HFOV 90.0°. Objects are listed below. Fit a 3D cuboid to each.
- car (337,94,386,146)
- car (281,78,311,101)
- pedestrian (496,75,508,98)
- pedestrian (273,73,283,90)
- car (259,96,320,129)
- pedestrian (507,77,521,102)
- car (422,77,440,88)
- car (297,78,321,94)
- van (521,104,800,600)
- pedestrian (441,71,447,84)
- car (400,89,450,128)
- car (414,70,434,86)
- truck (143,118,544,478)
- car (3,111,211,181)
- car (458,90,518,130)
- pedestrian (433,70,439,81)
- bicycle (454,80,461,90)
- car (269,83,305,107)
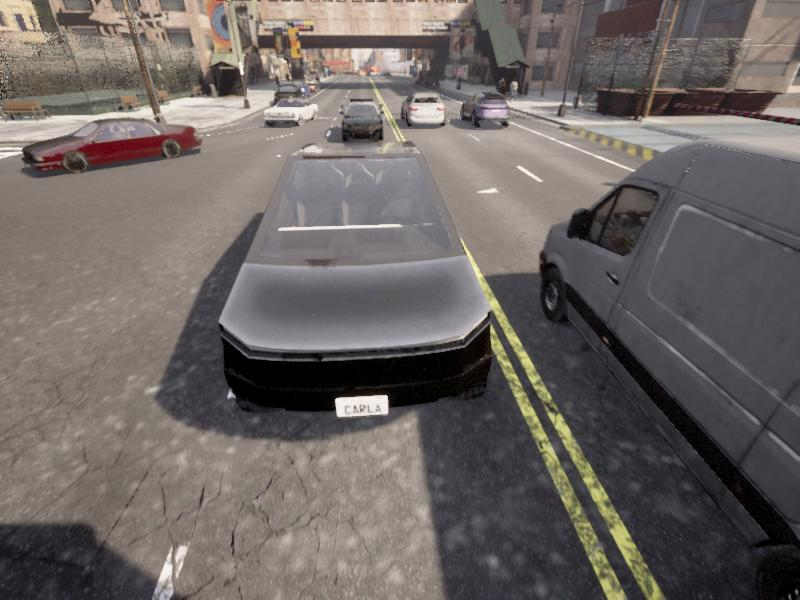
[{"bbox_3d":[-1.796,-8.677,19.031,1.930,1.638,5.238,-2,31,-4],"label":"car"},{"bbox_3d":[-10.346,-21.203,40.164,2.185,1.767,4.553,-3,31,-4],"label":"car"},{"bbox_3d":[9.795,-20.485,38.418,0.751,1.860,0.751,-4,31,-6],"label":"pedestrian"},{"bbox_3d":[-15.471,-27.626,50.660,0.751,1.860,0.751,-2,31,-3],"label":"pedestrian"},{"bbox_3d":[-6.291,-11.037,23.396,1.895,1.301,4.718,2,31,4],"label":"car"},{"bbox_3d":[9.784,-18.074,34.332,0.751,1.860,0.751,-2,31,-3],"label":"pedestrian"},{"bbox_3d":[4.590,-32.864,60.320,1.895,1.301,4.718,-3,31,-4],"label":"car"},{"bbox_3d":[-11.181,-26.551,49.483,2.231,1.521,4.892,-3,31,-4],"label":"car"},{"bbox_3d":[3.122,0.099,3.246,1.988,2.561,5.915,-2,31,-3],"label":"van"},{"bbox_3d":[6.963,-35.534,63.940,0.751,1.860,0.751,-3,31,-4],"label":"pedestrian"},{"bbox_3d":[1.307,-11.270,23.379,2.242,1.667,4.611,-2,31,-4],"label":"car"},{"bbox_3d":[3.947,-36.922,66.481,2.435,2.045,5.566,-3,31,-4],"label":"car"},{"bbox_3d":[-0.548,-1.040,5.628,2.390,2.098,6.274,-2,31,-4],"label":"truck"},{"bbox_3d":[-9.886,-5.576,14.062,2.033,1.411,5.357,22,37,33],"label":"car"},{"bbox_3d":[4.865,-11.009,22.960,2.033,1.649,4.856,-2,31,-4],"label":"car"},{"bbox_3d":[6.790,-42.302,75.413,0.751,1.860,0.751,-6,31,-10],"label":"pedestrian"},{"bbox_3d":[7.303,-27.219,50.692,0.373,1.024,1.643,6,30,-9],"label":"bicycle"},{"bbox_3d":[-9.688,-17.848,34.721,2.097,1.535,5.008,-3,31,-4],"label":"car"}]
